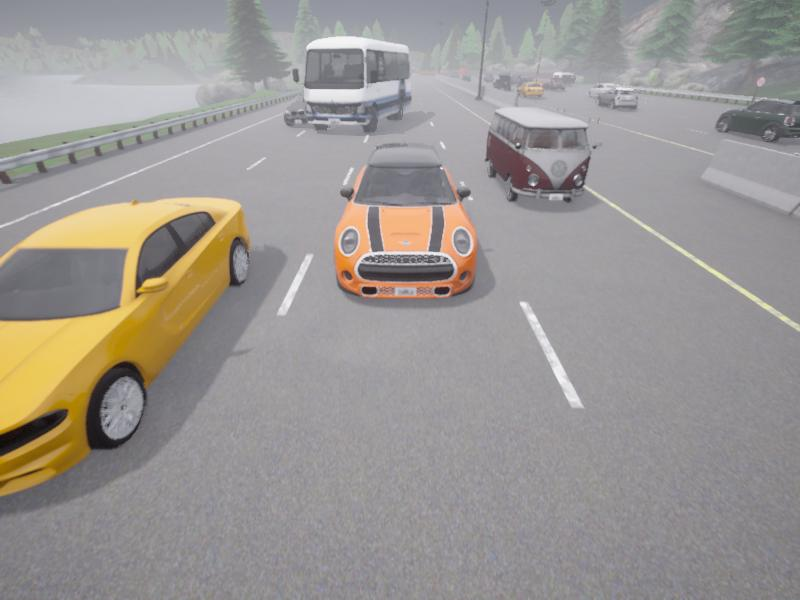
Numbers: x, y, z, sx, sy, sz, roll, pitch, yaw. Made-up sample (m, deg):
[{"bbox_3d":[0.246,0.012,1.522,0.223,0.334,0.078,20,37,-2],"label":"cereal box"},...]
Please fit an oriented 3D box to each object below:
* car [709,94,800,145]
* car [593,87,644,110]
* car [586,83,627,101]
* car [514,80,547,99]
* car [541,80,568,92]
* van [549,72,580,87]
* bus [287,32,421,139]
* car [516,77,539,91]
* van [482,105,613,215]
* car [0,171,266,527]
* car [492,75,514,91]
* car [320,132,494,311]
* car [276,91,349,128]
[{"bbox_3d":[17.641,-8.720,19.103,2.097,1.767,4.553,0,30,0],"label":"car"},{"bbox_3d":[17.700,-16.464,32.636,1.970,1.475,3.806,0,30,0],"label":"car"},{"bbox_3d":[21.236,-21.610,41.453,1.812,1.442,4.674,0,30,0],"label":"car"},{"bbox_3d":[14.251,-23.179,43.987,1.801,1.575,5.366,0,30,0],"label":"car"},{"bbox_3d":[21.295,-29.712,55.426,1.895,1.301,4.718,0,30,0],"label":"car"},{"bbox_3d":[27.105,-36.368,66.053,4.480,2.038,2.069,-18,35,-28],"label":"van"},{"bbox_3d":[-1.853,-12.310,22.785,3.944,4.253,10.273,7,31,13],"label":"bus"},{"bbox_3d":[17.800,-30.274,56.094,1.851,1.617,3.988,0,30,0],"label":"car"},{"bbox_3d":[3.604,-3.989,10.830,1.775,1.987,4.442,0,30,0],"label":"van"},{"bbox_3d":[-3.423,-0.207,4.813,1.882,1.535,5.008,0,30,0],"label":"car"},{"bbox_3d":[14.297,-30.303,55.846,1.905,1.878,3.866,0,30,0],"label":"car"},{"bbox_3d":[0.089,-1.766,7.222,2.097,1.767,4.553,0,30,0],"label":"car"},{"bbox_3d":[-4.984,-11.268,23.528,2.242,1.667,4.611,6,29,14],"label":"car"}]
